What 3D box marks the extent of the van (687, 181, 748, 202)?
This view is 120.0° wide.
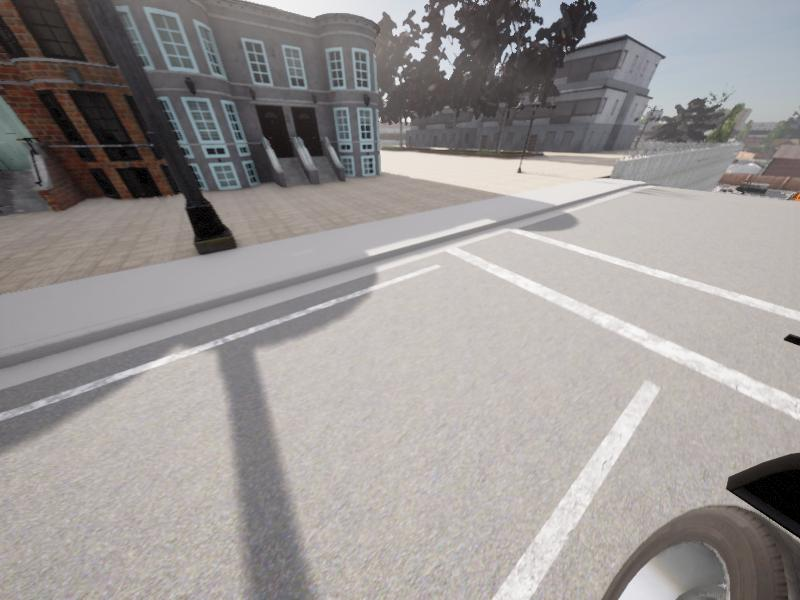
[{"bbox_3d":[62.094,-21.404,45.446,2.351,2.431,6.366,-10,37,-13],"label":"van"}]

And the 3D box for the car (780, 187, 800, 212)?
[{"bbox_3d":[25.407,-6.225,13.726,4.553,1.767,2.097,-12,35,-34],"label":"car"}]

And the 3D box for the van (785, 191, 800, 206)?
[{"bbox_3d":[71.553,-17.432,40.098,1.775,1.987,4.442,-22,40,-27],"label":"van"}]

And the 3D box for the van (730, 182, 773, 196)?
[{"bbox_3d":[74.009,-23.535,48.745,1.775,1.987,4.442,-22,40,-27],"label":"van"}]
